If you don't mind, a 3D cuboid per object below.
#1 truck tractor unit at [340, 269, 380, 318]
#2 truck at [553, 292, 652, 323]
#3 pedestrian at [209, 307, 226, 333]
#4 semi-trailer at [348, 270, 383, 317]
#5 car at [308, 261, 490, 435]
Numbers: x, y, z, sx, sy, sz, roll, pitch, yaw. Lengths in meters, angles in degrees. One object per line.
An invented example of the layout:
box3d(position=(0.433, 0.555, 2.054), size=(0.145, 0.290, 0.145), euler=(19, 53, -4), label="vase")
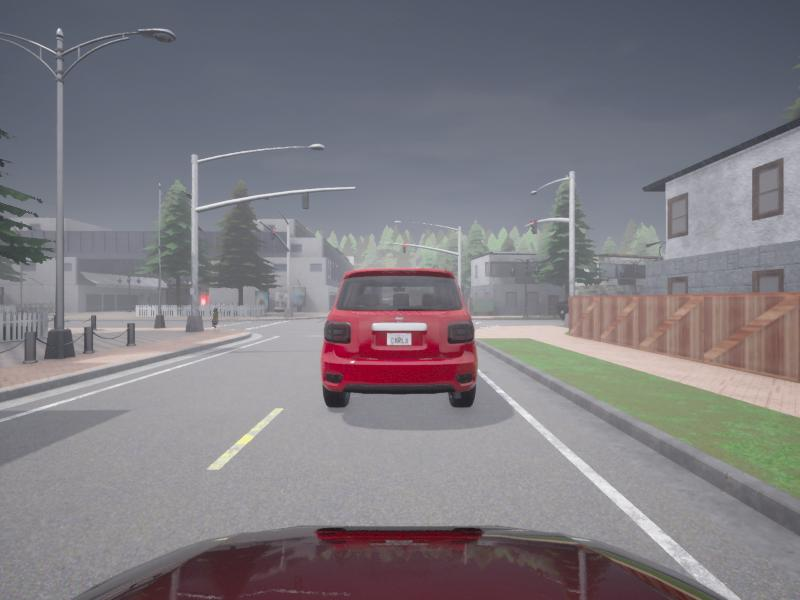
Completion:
box3d(position=(-3.555, -0.522, 37.183), size=(3.053, 4.208, 6.516), euler=(0, 0, 0), label="truck tractor unit")
box3d(position=(14.789, 0.523, 29.358), size=(6.274, 2.098, 2.390), euler=(0, 0, -9), label="truck")
box3d(position=(-7.907, 0.865, 17.344), size=(0.500, 1.100, 0.500), euler=(0, 0, -5), label="pedestrian")
box3d(position=(-3.556, -0.618, 45.095), size=(2.717, 4.402, 14.254), euler=(0, 0, 0), label="semi-trailer")
box3d(position=(-0.013, 0.568, 7.496), size=(2.150, 2.045, 5.566), euler=(0, 0, 0), label="car")
